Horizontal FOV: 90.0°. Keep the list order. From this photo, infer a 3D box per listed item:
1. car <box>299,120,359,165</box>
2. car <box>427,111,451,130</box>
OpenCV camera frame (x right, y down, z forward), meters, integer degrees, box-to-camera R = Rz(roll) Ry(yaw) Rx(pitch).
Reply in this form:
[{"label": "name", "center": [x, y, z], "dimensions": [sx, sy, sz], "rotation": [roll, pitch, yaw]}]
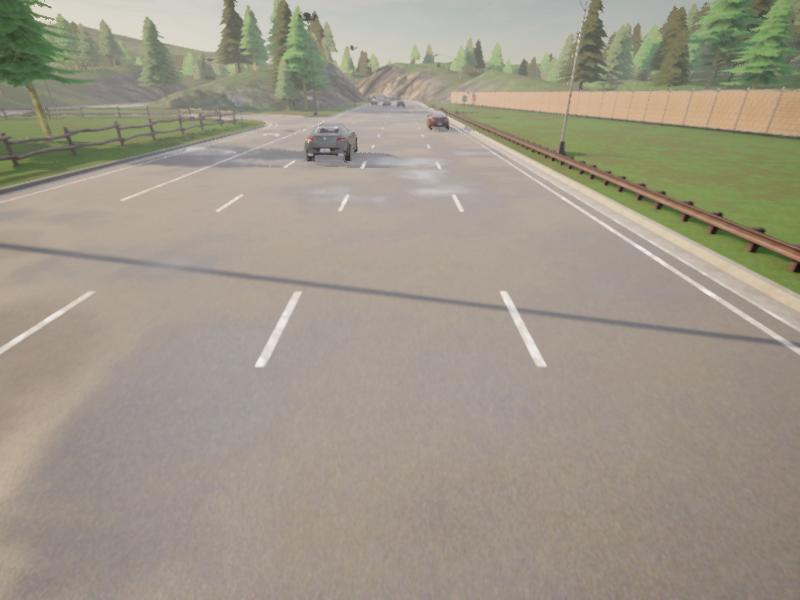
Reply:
[{"label": "car", "center": [-3.456, -8.213, 20.620], "dimensions": [2.152, 1.651, 5.027], "rotation": [0, 27, 0]}, {"label": "car", "center": [3.576, -17.037, 37.863], "dimensions": [1.812, 1.442, 4.674], "rotation": [0, 27, 0]}]
